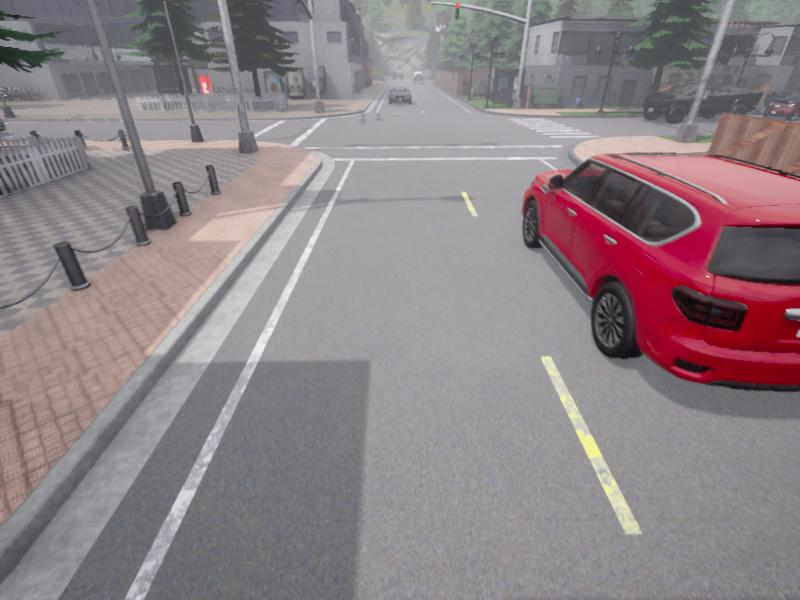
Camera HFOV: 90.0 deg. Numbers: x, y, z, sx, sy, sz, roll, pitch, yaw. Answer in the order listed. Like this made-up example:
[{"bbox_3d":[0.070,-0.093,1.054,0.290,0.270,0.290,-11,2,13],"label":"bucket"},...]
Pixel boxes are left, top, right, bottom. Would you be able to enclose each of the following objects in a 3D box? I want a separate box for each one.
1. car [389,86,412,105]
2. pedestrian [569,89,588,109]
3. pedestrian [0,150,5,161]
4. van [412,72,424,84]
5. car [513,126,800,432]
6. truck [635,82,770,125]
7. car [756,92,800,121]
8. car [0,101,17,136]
[{"bbox_3d":[0.016,-18.904,36.925,1.994,1.385,4.181,0,30,0],"label":"car"},{"bbox_3d":[13.533,-15.220,30.319,0.751,1.300,0.751,-15,33,-24],"label":"pedestrian"},{"bbox_3d":[-14.147,-5.276,13.582,0.500,1.100,0.500,-3,30,-4],"label":"pedestrian"},{"bbox_3d":[3.531,-43.045,77.497,2.069,2.038,4.480,0,30,0],"label":"van"},{"bbox_3d":[3.504,-1.024,5.718,2.150,2.045,5.566,0,30,0],"label":"car"},{"bbox_3d":[18.345,-12.093,24.539,6.274,2.098,2.390,-4,31,-7],"label":"truck"},{"bbox_3d":[25.721,-12.558,25.898,3.633,1.501,1.845,-8,31,-13],"label":"car"},{"bbox_3d":[-22.252,-8.835,19.595,4.514,1.525,2.007,-1,30,-2],"label":"car"}]
